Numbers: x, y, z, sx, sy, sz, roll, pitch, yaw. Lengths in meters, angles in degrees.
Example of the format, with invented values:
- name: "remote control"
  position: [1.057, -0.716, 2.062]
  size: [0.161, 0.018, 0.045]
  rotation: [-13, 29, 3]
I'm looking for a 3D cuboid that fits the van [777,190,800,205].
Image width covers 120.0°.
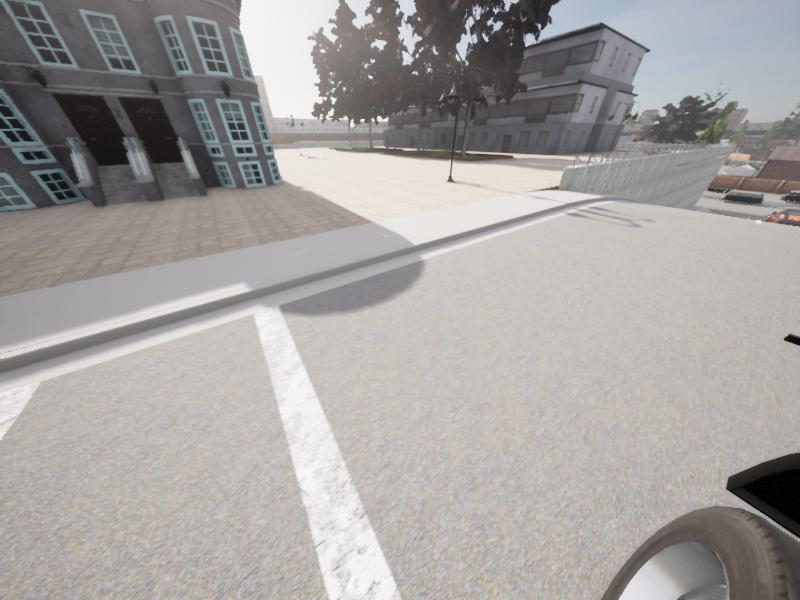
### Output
- name: "van"
  position: [72.193, -18.273, 41.391]
  size: [1.775, 1.987, 4.442]
  rotation: [-22, 40, -27]

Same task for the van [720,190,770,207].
- name: "van"
  position: [62.214, -18.454, 41.739]
  size: [1.775, 1.987, 4.442]
  rotation: [-22, 40, -27]

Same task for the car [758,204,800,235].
- name: "car"
  position: [30.294, -6.175, 17.875]
  size: [4.553, 1.767, 2.097]
  rotation: [-12, 35, -34]

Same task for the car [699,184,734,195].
- name: "car"
  position: [69.006, -24.233, 50.409]
  size: [1.994, 1.385, 4.181]
  rotation: [-22, 40, -27]
